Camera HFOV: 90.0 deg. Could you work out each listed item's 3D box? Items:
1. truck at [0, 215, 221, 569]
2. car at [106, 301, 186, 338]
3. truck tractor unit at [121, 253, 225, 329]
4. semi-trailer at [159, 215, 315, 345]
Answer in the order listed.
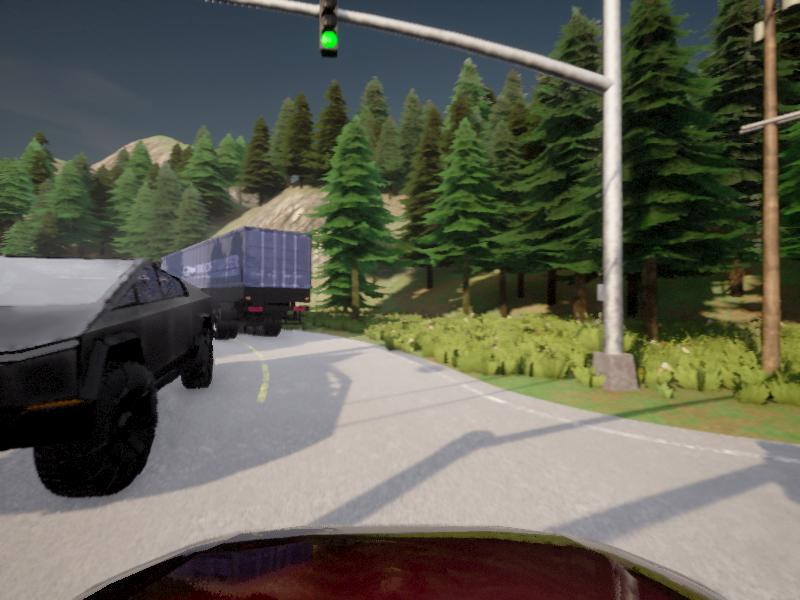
[{"bbox_3d":[-4.028,0.540,5.143,2.390,2.098,6.274,0,0,-17],"label":"truck"},{"bbox_3d":[-12.370,0.838,19.362,5.008,1.535,1.882,0,0,41],"label":"car"},{"bbox_3d":[-14.481,-0.501,25.387,6.516,4.208,3.053,0,0,33],"label":"truck tractor unit"},{"bbox_3d":[-8.951,-0.627,19.807,2.717,4.402,14.254,1,-1,-41],"label":"semi-trailer"}]
